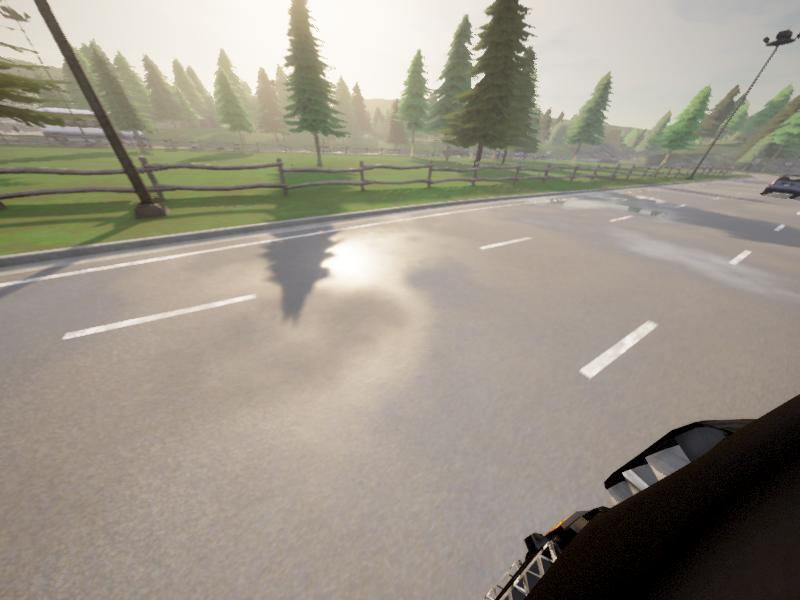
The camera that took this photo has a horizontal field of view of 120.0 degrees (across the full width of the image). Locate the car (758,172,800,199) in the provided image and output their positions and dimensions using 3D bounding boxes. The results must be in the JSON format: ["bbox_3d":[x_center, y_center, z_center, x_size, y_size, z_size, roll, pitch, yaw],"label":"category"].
[{"bbox_3d":[31.865,-9.417,18.889,3.988,1.617,1.851,-16,38,-26],"label":"car"}]

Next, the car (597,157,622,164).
[{"bbox_3d":[66.124,-44.043,72.945,5.366,1.575,1.801,29,42,33],"label":"car"}]

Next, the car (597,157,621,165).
[{"bbox_3d":[64.120,-42.673,70.939,2.152,1.651,5.027,-26,44,-36],"label":"car"}]

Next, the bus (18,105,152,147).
[{"bbox_3d":[-45.453,-25.494,34.332,10.273,4.253,3.944,-16,38,-26],"label":"bus"}]
